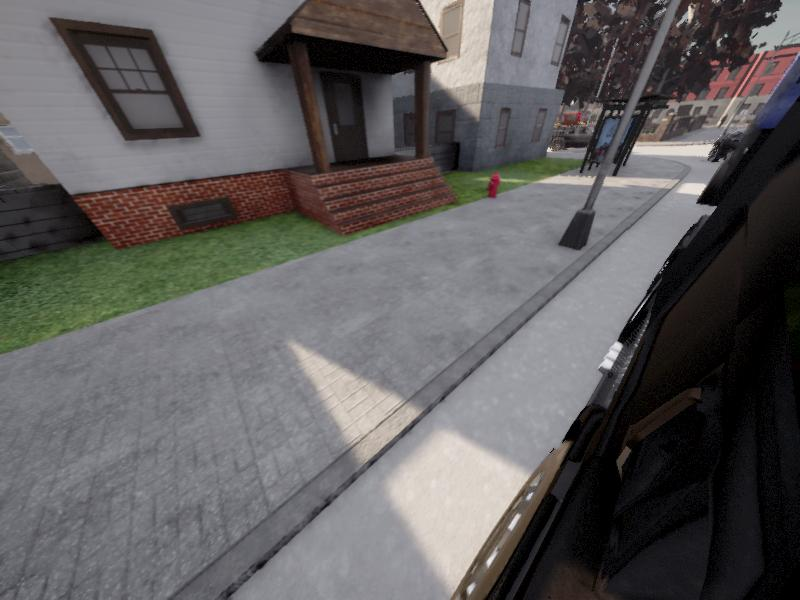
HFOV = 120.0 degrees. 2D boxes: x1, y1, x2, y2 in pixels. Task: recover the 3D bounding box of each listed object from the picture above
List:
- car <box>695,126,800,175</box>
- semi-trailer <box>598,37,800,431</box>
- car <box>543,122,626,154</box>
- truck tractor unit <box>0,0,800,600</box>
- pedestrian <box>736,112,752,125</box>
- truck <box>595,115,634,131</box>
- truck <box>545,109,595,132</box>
[{"bbox_3d":[16.984,-7.116,10.816,2.128,1.511,4.902,15,40,22],"label":"car"},{"bbox_3d":[8.690,-3.612,4.236,14.254,4.402,2.717,-28,43,-30],"label":"semi-trailer"},{"bbox_3d":[14.830,-13.248,18.898,1.932,1.855,4.605,-27,43,-29],"label":"car"},{"bbox_3d":[2.645,-0.295,0.351,6.516,4.208,3.053,-28,44,-30],"label":"truck tractor unit"},{"bbox_3d":[62.648,-33.073,42.074,0.751,1.860,0.751,23,44,30],"label":"pedestrian"},{"bbox_3d":[46.028,-38.085,49.654,2.627,2.467,5.204,-29,44,-30],"label":"truck"},{"bbox_3d":[40.137,-42.635,55.037,2.891,3.827,8.468,-28,43,-30],"label":"truck"}]
